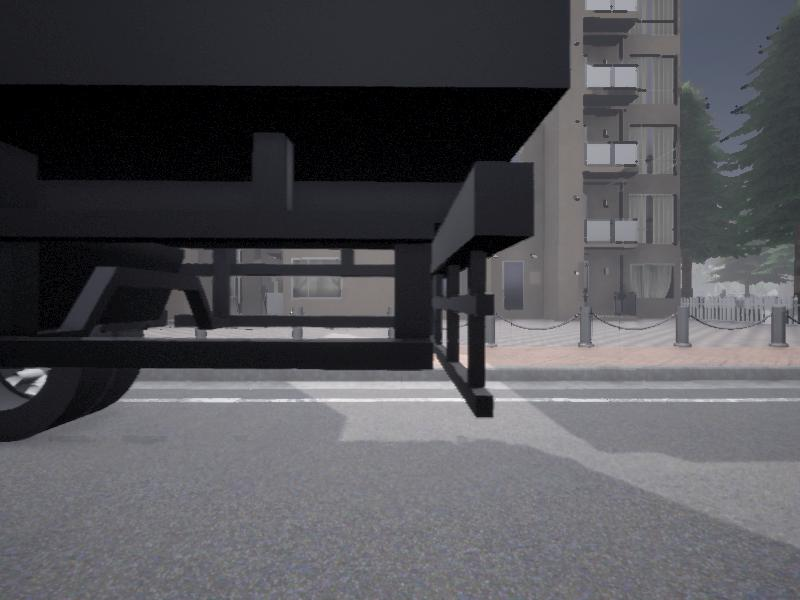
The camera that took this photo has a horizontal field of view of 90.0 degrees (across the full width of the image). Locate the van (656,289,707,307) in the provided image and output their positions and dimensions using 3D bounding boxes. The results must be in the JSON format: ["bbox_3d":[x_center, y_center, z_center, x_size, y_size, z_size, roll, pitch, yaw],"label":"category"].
[{"bbox_3d":[40.253,-0.277,57.331,5.915,2.561,1.988,0,0,-1],"label":"van"}]

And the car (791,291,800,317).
[{"bbox_3d":[24.462,0.243,21.680,2.007,1.525,4.514,0,0,-2],"label":"car"}]

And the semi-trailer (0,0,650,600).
[{"bbox_3d":[-6.604,-1.218,2.190,14.254,4.402,2.717,0,0,0],"label":"semi-trailer"}]
